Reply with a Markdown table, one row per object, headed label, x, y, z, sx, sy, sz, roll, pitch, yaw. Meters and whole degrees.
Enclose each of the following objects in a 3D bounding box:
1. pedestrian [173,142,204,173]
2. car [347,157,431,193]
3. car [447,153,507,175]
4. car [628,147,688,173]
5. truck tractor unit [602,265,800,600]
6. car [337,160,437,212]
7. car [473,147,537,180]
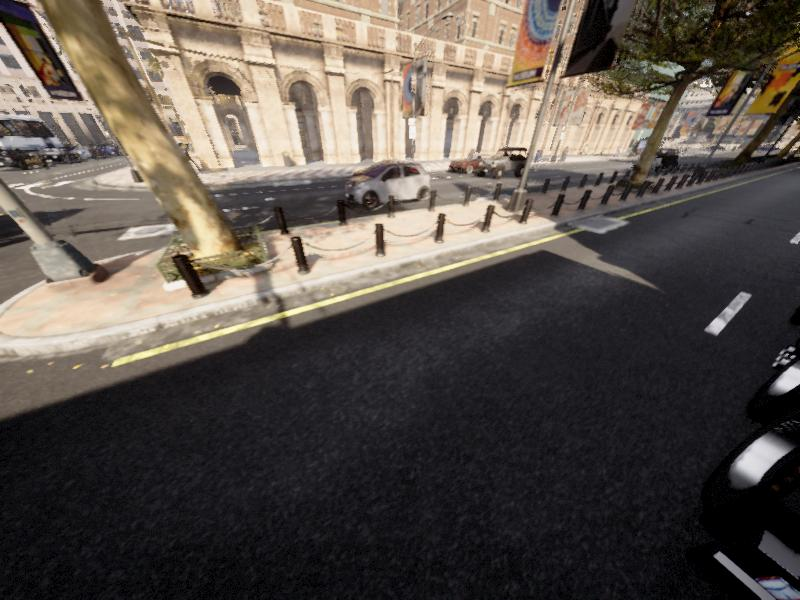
| label | x | y | z | sx | sy | sz | roll | pitch | yaw |
| --- | --- | --- | --- | --- | --- | --- | --- | --- | --- |
| pedestrian | -15.485 | -10.450 | 16.951 | 0.751 | 1.860 | 0.751 | -3 | 35 | -5 |
| car | -0.582 | -7.154 | 13.096 | 4.181 | 1.385 | 1.994 | -18 | 39 | -24 |
| car | 6.487 | -11.559 | 19.555 | 4.718 | 1.301 | 1.895 | -18 | 39 | -24 |
| car | 23.541 | -12.872 | 21.109 | 4.605 | 1.855 | 1.932 | -18 | 39 | -24 |
| truck tractor unit | 5.114 | -0.298 | 0.784 | 6.516 | 4.208 | 3.053 | -18 | 39 | -24 |
| car | -0.509 | -4.944 | 9.777 | 3.633 | 1.501 | 1.845 | -18 | 39 | -24 |
| car | 7.597 | -10.018 | 16.838 | 3.866 | 1.878 | 1.905 | -18 | 39 | -24 |
